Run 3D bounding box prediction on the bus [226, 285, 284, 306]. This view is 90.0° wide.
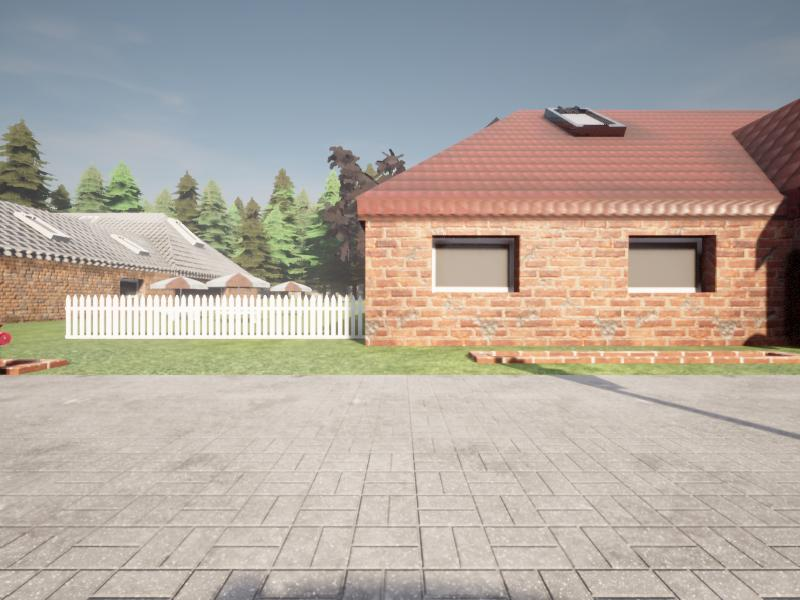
[{"bbox_3d":[-29.083,-0.919,80.723,10.273,4.253,3.944,0,0,0],"label":"bus"}]
